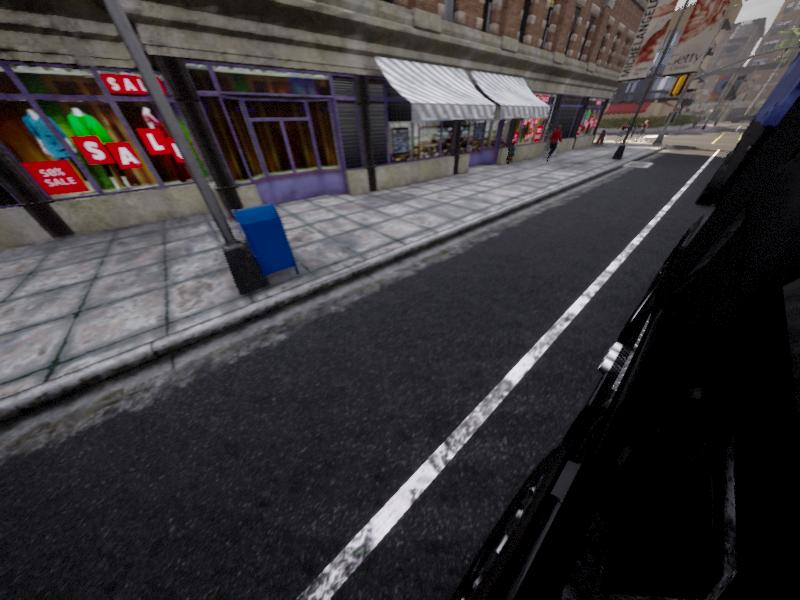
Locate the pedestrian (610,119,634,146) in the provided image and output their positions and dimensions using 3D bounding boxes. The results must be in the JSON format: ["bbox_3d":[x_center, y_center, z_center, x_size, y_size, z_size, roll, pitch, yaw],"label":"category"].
[{"bbox_3d":[19.407,-14.654,20.213,0.751,1.860,0.751,-28,44,-30],"label":"pedestrian"}]

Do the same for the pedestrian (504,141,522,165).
[{"bbox_3d":[6.558,-8.553,13.427,0.500,1.100,0.500,-18,40,-20],"label":"pedestrian"}]

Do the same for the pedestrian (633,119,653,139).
[{"bbox_3d":[28.421,-19.958,27.029,0.751,1.860,0.751,-24,42,-26],"label":"pedestrian"}]

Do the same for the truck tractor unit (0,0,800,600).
[{"bbox_3d":[2.645,-0.295,0.351,6.516,4.208,3.053,-28,44,-30],"label":"truck tractor unit"}]

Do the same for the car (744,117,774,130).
[{"bbox_3d":[56.432,-27.773,36.339,5.357,1.411,2.033,-28,44,-30],"label":"car"}]

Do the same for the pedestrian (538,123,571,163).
[{"bbox_3d":[8.846,-9.034,13.311,0.751,1.860,0.751,-20,41,-23],"label":"pedestrian"}]

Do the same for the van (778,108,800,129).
[{"bbox_3d":[59.019,-26.822,34.076,6.366,2.431,2.351,-28,44,-30],"label":"van"}]

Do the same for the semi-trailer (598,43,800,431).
[{"bbox_3d":[8.697,-3.592,4.248,14.254,4.402,2.717,-28,44,-30],"label":"semi-trailer"}]

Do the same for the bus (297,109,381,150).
[{"bbox_3d":[-8.277,-24.522,33.121,10.273,4.253,3.944,-28,44,-30],"label":"bus"}]
